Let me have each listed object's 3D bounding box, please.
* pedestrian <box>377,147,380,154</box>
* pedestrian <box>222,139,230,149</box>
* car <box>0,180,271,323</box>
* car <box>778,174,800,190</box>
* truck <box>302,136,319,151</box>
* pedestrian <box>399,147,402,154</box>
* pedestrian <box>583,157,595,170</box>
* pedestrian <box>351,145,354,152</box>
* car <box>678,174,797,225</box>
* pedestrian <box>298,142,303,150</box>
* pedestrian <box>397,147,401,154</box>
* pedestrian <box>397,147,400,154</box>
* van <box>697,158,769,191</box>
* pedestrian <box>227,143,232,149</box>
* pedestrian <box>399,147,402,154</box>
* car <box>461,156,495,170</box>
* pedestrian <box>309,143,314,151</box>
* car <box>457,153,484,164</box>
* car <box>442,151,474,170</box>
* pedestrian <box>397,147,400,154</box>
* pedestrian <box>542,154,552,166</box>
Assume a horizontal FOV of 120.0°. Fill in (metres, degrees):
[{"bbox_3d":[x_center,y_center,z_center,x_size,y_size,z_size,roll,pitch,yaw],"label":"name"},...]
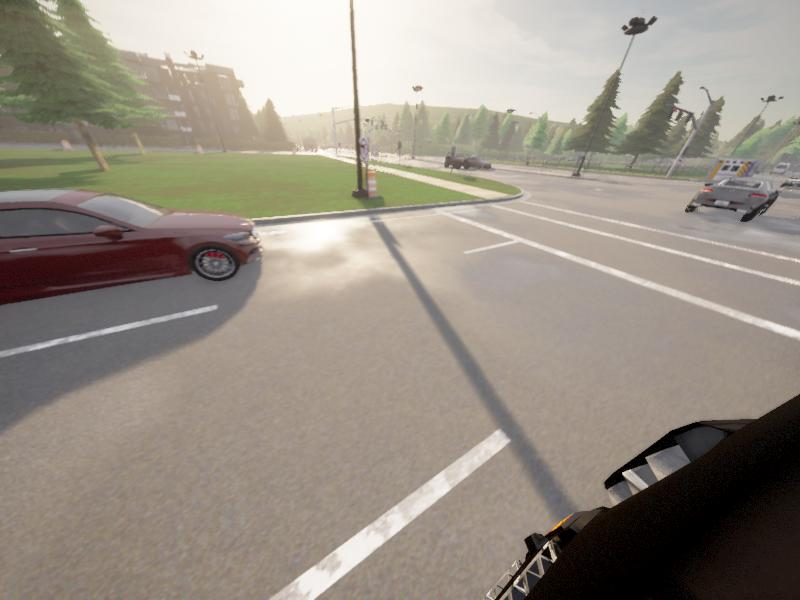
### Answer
[{"bbox_3d":[-6.848,-47.838,73.781,0.751,1.860,0.751,-22,41,-33],"label":"pedestrian"},{"bbox_3d":[-41.290,-37.133,54.915,0.751,1.860,0.751,-6,35,-13],"label":"pedestrian"},{"bbox_3d":[-4.971,-0.980,3.753,4.674,1.442,1.812,-16,38,-26],"label":"car"},{"bbox_3d":[45.017,-13.272,25.980,4.718,1.301,1.895,-16,38,-26],"label":"car"},{"bbox_3d":[-30.805,-53.928,79.500,2.891,3.827,8.468,-16,38,-26],"label":"truck"},{"bbox_3d":[0.256,-51.105,78.913,0.751,1.860,0.751,-3,34,-8],"label":"pedestrian"},{"bbox_3d":[32.527,-23.547,39.733,0.751,1.860,0.751,-14,37,-23],"label":"pedestrian"},{"bbox_3d":[-14.933,-47.737,72.902,0.751,1.860,0.751,-16,38,-26],"label":"pedestrian"},{"bbox_3d":[16.463,-5.068,11.283,5.027,1.651,2.152,-16,38,-26],"label":"car"},{"bbox_3d":[-28.321,-43.599,65.583,0.751,1.860,0.751,-16,38,-25],"label":"pedestrian"},{"bbox_3d":[-0.338,-50.789,78.416,0.751,1.860,0.751,17,36,21],"label":"pedestrian"},{"bbox_3d":[-0.405,-51.214,79.031,0.751,1.860,0.751,-20,40,-30],"label":"pedestrian"},{"bbox_3d":[32.946,-12.455,22.861,6.366,2.431,2.351,-16,38,-26],"label":"van"},{"bbox_3d":[-41.215,-37.207,55.719,0.500,1.100,0.500,-1,34,-5],"label":"pedestrian"},{"bbox_3d":[0.266,-50.614,78.175,0.751,1.860,0.751,9,34,9],"label":"pedestrian"},{"bbox_3d":[10.919,-19.311,32.571,1.994,1.385,4.181,-16,38,-26],"label":"car"},{"bbox_3d":[-24.209,-41.786,63.127,0.751,1.860,0.751,-20,40,-30],"label":"pedestrian"},{"bbox_3d":[14.179,-28.965,47.098,1.930,1.638,5.238,-16,38,-26],"label":"car"},{"bbox_3d":[7.715,-18.844,31.165,1.905,1.878,3.866,-16,38,-26],"label":"car"},{"bbox_3d":[-0.640,-51.536,79.499,0.751,1.860,0.751,-16,38,-26],"label":"pedestrian"},{"bbox_3d":[29.132,-27.707,45.756,0.751,1.860,0.751,-14,37,-23],"label":"pedestrian"}]
